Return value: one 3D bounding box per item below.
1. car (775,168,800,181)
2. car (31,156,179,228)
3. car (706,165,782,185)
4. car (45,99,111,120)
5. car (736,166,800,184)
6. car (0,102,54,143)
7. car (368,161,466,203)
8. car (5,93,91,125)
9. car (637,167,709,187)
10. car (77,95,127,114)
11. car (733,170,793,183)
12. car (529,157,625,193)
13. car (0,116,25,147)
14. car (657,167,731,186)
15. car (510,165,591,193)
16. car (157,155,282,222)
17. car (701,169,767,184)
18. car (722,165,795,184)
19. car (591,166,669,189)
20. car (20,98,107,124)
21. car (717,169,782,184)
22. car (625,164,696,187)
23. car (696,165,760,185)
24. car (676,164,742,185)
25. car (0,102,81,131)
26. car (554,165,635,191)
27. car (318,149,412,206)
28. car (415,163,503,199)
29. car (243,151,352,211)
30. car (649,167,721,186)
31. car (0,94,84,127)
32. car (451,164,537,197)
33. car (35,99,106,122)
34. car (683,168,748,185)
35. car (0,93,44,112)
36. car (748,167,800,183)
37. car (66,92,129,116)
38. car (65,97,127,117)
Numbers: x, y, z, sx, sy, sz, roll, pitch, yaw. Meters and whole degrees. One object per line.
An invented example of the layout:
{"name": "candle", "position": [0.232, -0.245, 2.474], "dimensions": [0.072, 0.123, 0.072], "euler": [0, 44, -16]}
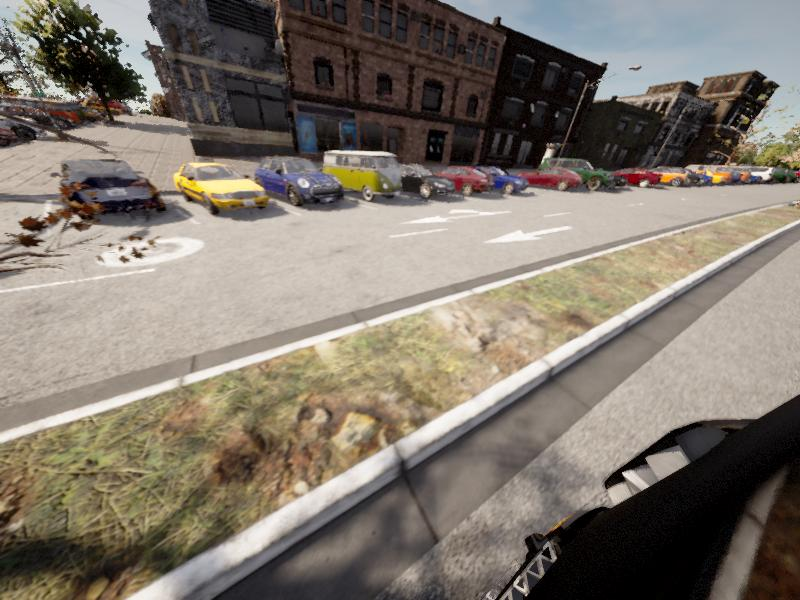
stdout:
{"name": "car", "position": [79.737, -24.728, 45.560], "dimensions": [2.435, 2.045, 5.566], "euler": [-27, 42, -37]}
{"name": "car", "position": [-9.809, -3.872, 7.771], "dimensions": [4.792, 1.488, 2.163], "euler": [26, 40, 31]}
{"name": "car", "position": [49.550, -18.300, 33.586], "dimensions": [2.435, 2.045, 5.566], "euler": [-27, 42, -37]}
{"name": "car", "position": [-42.227, -25.029, 30.443], "dimensions": [2.002, 1.452, 4.674], "euler": [28, 40, 24]}
{"name": "car", "position": [60.549, -20.622, 37.925], "dimensions": [2.435, 2.045, 5.566], "euler": [-26, 42, -37]}
{"name": "car", "position": [-28.525, -12.022, 15.351], "dimensions": [2.435, 2.045, 5.566], "euler": [28, 40, 24]}
{"name": "car", "position": [0.759, -6.704, 12.798], "dimensions": [4.892, 1.521, 2.231], "euler": [27, 40, 33]}
{"name": "car", "position": [-37.127, -20.220, 24.601], "dimensions": [1.878, 1.987, 4.442], "euler": [28, 40, 24]}
{"name": "car", "position": [30.394, -13.925, 25.978], "dimensions": [4.892, 1.521, 2.231], "euler": [30, 42, 36]}
{"name": "car", "position": [-50.872, -33.401, 39.599], "dimensions": [2.185, 1.767, 4.553], "euler": [27, 39, 23]}
{"name": "car", "position": [57.800, -19.799, 36.982], "dimensions": [2.163, 1.488, 4.792], "euler": [-26, 42, -37]}
{"name": "car", "position": [14.140, -10.327, 18.839], "dimensions": [5.566, 2.045, 2.435], "euler": [28, 40, 34]}
{"name": "car", "position": [-26.866, -10.123, 13.639], "dimensions": [2.002, 1.452, 4.674], "euler": [28, 40, 24]}
{"name": "car", "position": [35.726, -15.211, 28.326], "dimensions": [1.946, 1.575, 5.366], "euler": [-27, 43, -37]}
{"name": "car", "position": [11.418, -9.422, 17.792], "dimensions": [4.674, 1.452, 2.002], "euler": [28, 41, 34]}
{"name": "car", "position": [-6.997, -4.473, 8.820], "dimensions": [5.366, 1.575, 1.946], "euler": [26, 39, 32]}
{"name": "car", "position": [46.825, -17.496, 32.619], "dimensions": [2.097, 1.535, 5.008], "euler": [-26, 42, -37]}
{"name": "car", "position": [55.025, -19.471, 35.768], "dimensions": [2.435, 2.045, 5.566], "euler": [-27, 42, -37]}
{"name": "car", "position": [22.212, -12.065, 22.540], "dimensions": [5.008, 1.535, 2.097], "euler": [29, 41, 35]}
{"name": "car", "position": [-38.691, -21.830, 26.816], "dimensions": [1.946, 1.575, 5.366], "euler": [28, 40, 24]}
{"name": "car", "position": [52.301, -18.666, 34.802], "dimensions": [2.097, 1.535, 5.008], "euler": [-26, 42, -37]}
{"name": "car", "position": [27.673, -13.413, 24.766], "dimensions": [4.553, 1.767, 2.185], "euler": [29, 41, 35]}
{"name": "car", "position": [44.178, -17.052, 31.336], "dimensions": [1.878, 1.987, 4.442], "euler": [-26, 42, -37]}
{"name": "car", "position": [38.693, -15.874, 29.139], "dimensions": [1.878, 1.987, 4.442], "euler": [-26, 42, -37]}
{"name": "car", "position": [-33.687, -16.774, 21.077], "dimensions": [2.231, 1.521, 4.892], "euler": [28, 40, 24]}
{"name": "car", "position": [16.799, -10.785, 20.192], "dimensions": [5.008, 1.535, 2.097], "euler": [28, 40, 34]}
{"name": "car", "position": [-1.783, -6.137, 11.332], "dimensions": [4.442, 1.987, 1.878], "euler": [26, 39, 32]}
{"name": "car", "position": [3.413, -7.367, 14.074], "dimensions": [4.674, 1.452, 2.002], "euler": [27, 40, 33]}
{"name": "car", "position": [-4.533, -5.387, 10.173], "dimensions": [4.553, 1.767, 2.185], "euler": [26, 39, 32]}
{"name": "car", "position": [33.120, -14.543, 27.117], "dimensions": [5.008, 1.535, 2.097], "euler": [30, 41, 36]}
{"name": "car", "position": [-35.418, -18.561, 22.731], "dimensions": [1.878, 1.987, 4.442], "euler": [28, 40, 24]}
{"name": "car", "position": [6.073, -8.065, 15.333], "dimensions": [4.674, 1.452, 2.002], "euler": [27, 40, 33]}
{"name": "car", "position": [-40.504, -23.374, 28.581], "dimensions": [2.002, 1.452, 4.674], "euler": [28, 40, 24]}
{"name": "car", "position": [41.318, -16.306, 30.459], "dimensions": [2.163, 1.488, 4.792], "euler": [-27, 43, -37]}
{"name": "car", "position": [-47.474, -24.522, 28.653], "dimensions": [2.128, 1.511, 4.902], "euler": [-18, 44, -31]}
{"name": "car", "position": [66.030, -21.792, 40.106], "dimensions": [2.435, 2.045, 5.566], "euler": [-26, 42, -37]}
{"name": "car", "position": [-49.092, -31.843, 37.667], "dimensions": [2.435, 2.045, 5.566], "euler": [28, 40, 23]}
{"name": "car", "position": [-47.271, -30.089, 36.114], "dimensions": [1.946, 1.575, 5.366], "euler": [27, 40, 23]}
